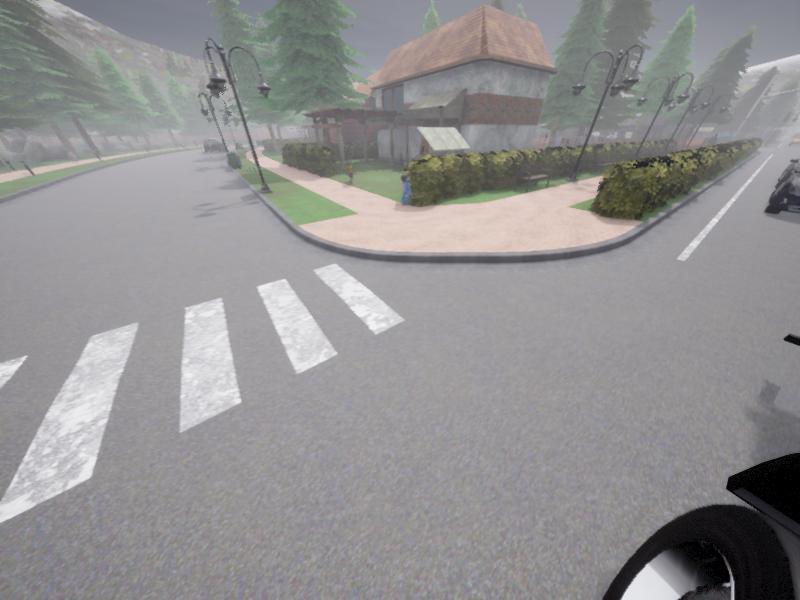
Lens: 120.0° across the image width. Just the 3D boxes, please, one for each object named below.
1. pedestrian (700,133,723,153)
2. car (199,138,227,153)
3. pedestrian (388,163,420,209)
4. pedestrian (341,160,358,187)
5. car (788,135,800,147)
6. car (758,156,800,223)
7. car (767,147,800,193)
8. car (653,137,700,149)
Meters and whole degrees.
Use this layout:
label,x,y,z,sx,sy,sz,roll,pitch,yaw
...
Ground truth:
label,x,y,z,sx,sy,sz,roll,pitch,yaw
pedestrian,35.598,-17.958,26.428,0.751,1.860,0.751,-23,42,-28
car,-29.318,-24.359,36.370,2.097,1.767,4.553,-14,38,-18
pedestrian,0.144,-4.056,8.196,0.751,1.300,0.751,30,45,35
pedestrian,-2.491,-6.263,11.419,0.500,1.100,0.500,-23,42,-28
car,69.355,-27.577,39.924,5.366,1.575,1.801,-23,42,-28
car,13.832,-3.655,7.290,4.856,1.649,2.033,-23,42,-28
car,19.339,-5.976,10.562,4.902,1.511,2.128,-23,42,-28
car,48.368,-27.554,40.488,1.837,1.490,4.892,-22,41,-27
